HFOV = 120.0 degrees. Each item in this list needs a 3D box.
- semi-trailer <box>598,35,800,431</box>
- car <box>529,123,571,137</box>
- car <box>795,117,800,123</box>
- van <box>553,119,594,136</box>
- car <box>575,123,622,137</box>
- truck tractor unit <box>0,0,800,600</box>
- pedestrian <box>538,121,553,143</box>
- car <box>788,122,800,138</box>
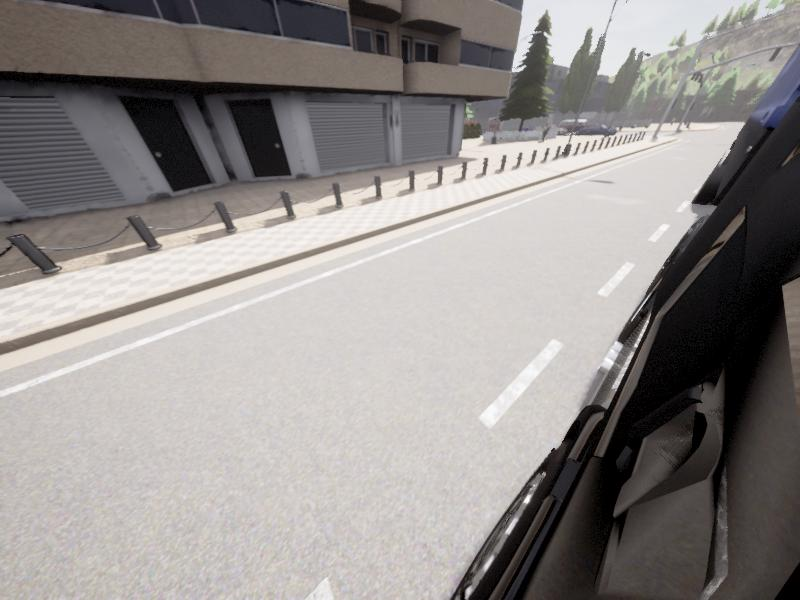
[{"bbox_3d":[8.655,-3.629,4.277,14.254,4.402,2.717,-29,44,-30],"label":"semi-trailer"},{"bbox_3d":[24.463,-27.754,37.805,2.152,1.651,5.027,-27,43,-29],"label":"car"},{"bbox_3d":[78.526,-34.368,43.545,2.242,1.667,4.611,19,42,26],"label":"car"},{"bbox_3d":[28.470,-28.382,38.060,2.069,2.038,4.480,-27,43,-29],"label":"van"},{"bbox_3d":[28.683,-24.597,33.507,1.812,1.442,4.674,-26,43,-28],"label":"car"},{"bbox_3d":[2.645,-0.295,0.351,6.516,4.208,3.053,-28,44,-30],"label":"truck tractor unit"},{"bbox_3d":[16.021,-18.484,25.457,0.751,1.860,0.751,28,46,34],"label":"pedestrian"},{"bbox_3d":[38.316,-15.611,20.627,1.932,1.855,4.605,22,44,28],"label":"car"}]
